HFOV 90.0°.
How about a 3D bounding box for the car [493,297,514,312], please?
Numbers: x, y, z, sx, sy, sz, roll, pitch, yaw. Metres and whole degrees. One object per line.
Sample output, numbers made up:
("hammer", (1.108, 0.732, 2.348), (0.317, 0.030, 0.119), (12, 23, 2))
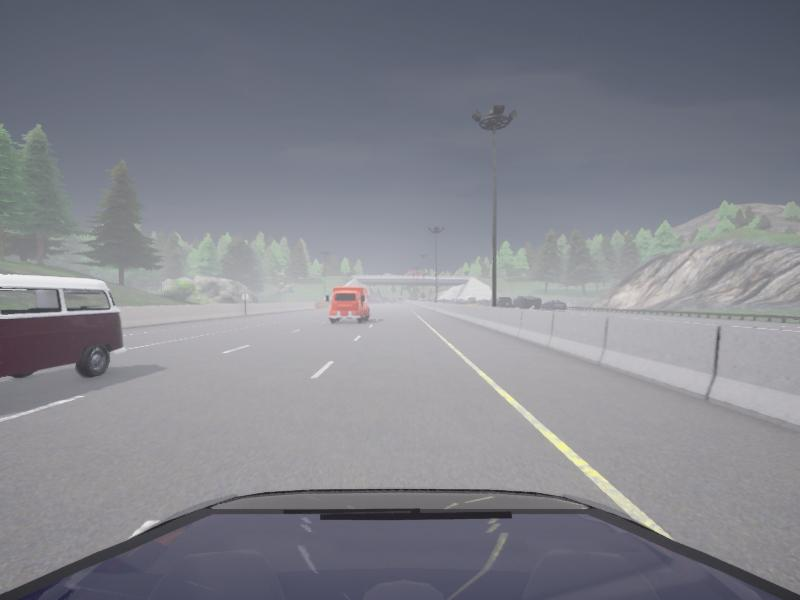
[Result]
("car", (13.999, 0.586, 54.185), (1.905, 1.878, 3.866), (0, 0, 0))

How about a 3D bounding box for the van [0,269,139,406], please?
("van", (-6.996, 0.563, 6.875), (2.069, 2.038, 4.480), (0, 0, 0))

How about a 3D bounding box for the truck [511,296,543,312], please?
("truck", (17.498, 0.480, 55.604), (2.390, 2.098, 6.274), (0, 0, 0))

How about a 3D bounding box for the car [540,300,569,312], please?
("car", (20.999, 0.775, 54.541), (2.128, 1.511, 4.902), (0, 0, 0))

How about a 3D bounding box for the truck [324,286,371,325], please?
("truck", (-3.497, 0.325, 27.822), (2.627, 2.467, 5.204), (0, 0, 0))
